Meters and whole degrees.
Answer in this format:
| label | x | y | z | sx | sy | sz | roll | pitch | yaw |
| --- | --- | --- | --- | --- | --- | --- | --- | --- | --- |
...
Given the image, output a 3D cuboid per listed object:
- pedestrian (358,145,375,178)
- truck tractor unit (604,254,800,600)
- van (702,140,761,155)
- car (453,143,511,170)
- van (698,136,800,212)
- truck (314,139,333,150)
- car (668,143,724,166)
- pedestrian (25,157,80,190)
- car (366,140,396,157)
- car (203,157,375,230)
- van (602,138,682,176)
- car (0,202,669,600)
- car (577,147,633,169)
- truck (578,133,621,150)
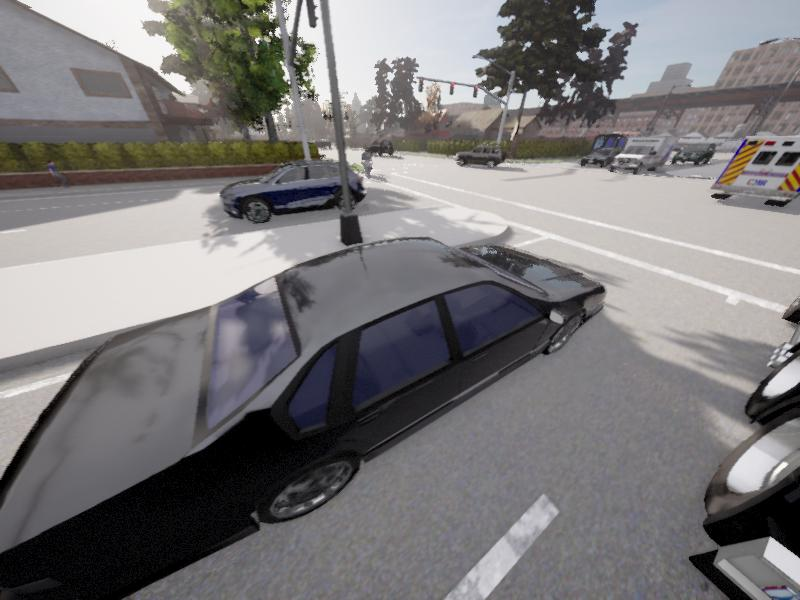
| label | x | y | z | sx | sy | sz | roll | pitch | yaw |
| --- | --- | --- | --- | --- | --- | --- | --- | --- | --- |
| pedestrian | -2.265 | -9.534 | 15.921 | 0.751 | 1.860 | 0.751 | -21 | 40 | -28 |
| truck tractor unit | 5.093 | -0.318 | 0.803 | 6.516 | 4.208 | 3.053 | -19 | 39 | -25 |
| van | 68.846 | -31.980 | 48.220 | 2.351 | 2.431 | 6.366 | -18 | 39 | -25 |
| car | 7.728 | -13.780 | 22.116 | 4.605 | 1.855 | 1.932 | 20 | 41 | 25 |
| van | 17.170 | -5.937 | 10.515 | 6.366 | 2.431 | 2.351 | -18 | 39 | -25 |
| truck | -19.067 | -38.776 | 57.377 | 2.390 | 2.098 | 6.274 | -19 | 39 | -25 |
| car | 33.436 | -16.526 | 26.139 | 5.566 | 2.045 | 2.150 | -18 | 39 | -25 |
| pedestrian | -16.585 | -6.089 | 11.084 | 0.751 | 1.300 | 0.751 | -18 | 39 | -24 |
| car | -2.973 | -23.279 | 35.437 | 2.150 | 2.045 | 5.566 | -19 | 39 | -25 |
| car | -3.599 | -4.011 | 8.262 | 4.856 | 1.649 | 2.033 | -18 | 39 | -25 |
| van | 20.523 | -12.259 | 19.583 | 6.366 | 2.431 | 2.351 | -21 | 40 | -27 |
| car | 0.126 | 0.165 | 2.533 | 5.357 | 1.411 | 2.033 | -18 | 39 | -25 |
| car | 20.767 | -14.459 | 23.431 | 5.027 | 1.651 | 2.152 | -18 | 39 | -25 |
| truck | 58.420 | -46.840 | 68.097 | 2.891 | 3.827 | 8.468 | -18 | 40 | -25 |
